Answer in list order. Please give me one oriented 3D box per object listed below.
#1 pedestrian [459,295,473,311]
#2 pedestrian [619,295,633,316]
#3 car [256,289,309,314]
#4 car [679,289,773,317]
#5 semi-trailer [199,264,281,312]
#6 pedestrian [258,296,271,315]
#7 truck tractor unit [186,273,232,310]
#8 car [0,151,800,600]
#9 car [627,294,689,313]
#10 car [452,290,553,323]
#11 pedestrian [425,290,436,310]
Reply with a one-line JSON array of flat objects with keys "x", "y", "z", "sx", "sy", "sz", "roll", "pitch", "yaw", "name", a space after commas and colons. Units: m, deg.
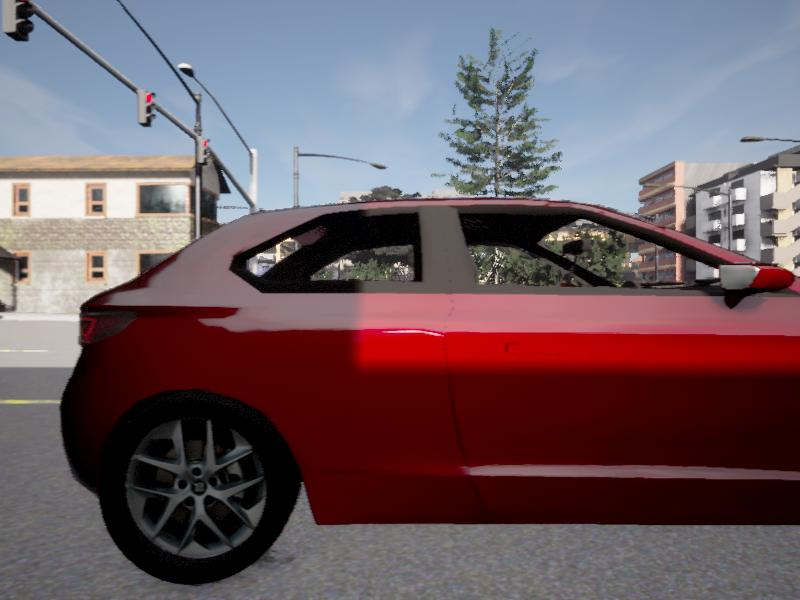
[{"x": 5.117, "y": 0.230, "z": 31.194, "sx": 0.751, "sy": 1.300, "sz": 0.751, "roll": 0, "pitch": 0, "yaw": -36, "name": "pedestrian"}, {"x": 12.464, "y": 0.294, "z": 22.092, "sx": 0.500, "sy": 1.100, "sz": 0.500, "roll": 0, "pitch": 0, "yaw": -37, "name": "pedestrian"}, {"x": -10.582, "y": 0.116, "z": 35.810, "sx": 2.150, "sy": 2.045, "sz": 5.566, "roll": 0, "pitch": 1, "yaw": -45, "name": "car"}, {"x": 21.285, "y": 0.183, "z": 26.473, "sx": 2.152, "sy": 1.651, "sz": 5.027, "roll": 0, "pitch": 0, "yaw": 1, "name": "car"}, {"x": -17.538, "y": -1.069, "z": 42.747, "sx": 14.254, "sy": 4.402, "sz": 2.717, "roll": 0, "pitch": 0, "yaw": 45, "name": "semi-trailer"}, {"x": -7.735, "y": 0.308, "z": 22.792, "sx": 0.500, "sy": 1.100, "sz": 0.500, "roll": 0, "pitch": 0, "yaw": 31, "name": "pedestrian"}, {"x": -23.143, "y": -0.944, "z": 48.332, "sx": 3.053, "sy": 4.208, "sz": 6.516, "roll": 0, "pitch": 0, "yaw": -45, "name": "truck tractor unit"}, {"x": 0.718, "y": 0.256, "z": 2.204, "sx": 4.193, "sy": 1.474, "sz": 1.816, "roll": 0, "pitch": 0, "yaw": 0, "name": "car"}, {"x": 21.359, "y": 0.260, "z": 33.407, "sx": 2.163, "sy": 1.488, "sz": 4.792, "roll": 0, "pitch": 0, "yaw": 1, "name": "car"}, {"x": 4.987, "y": 0.309, "z": 19.983, "sx": 1.812, "sy": 1.442, "sz": 4.674, "roll": 0, "pitch": -1, "yaw": -42, "name": "car"}, {"x": 2.901, "y": -0.035, "z": 37.982, "sx": 0.751, "sy": 1.860, "sz": 0.751, "roll": 0, "pitch": 0, "yaw": 24, "name": "pedestrian"}]
